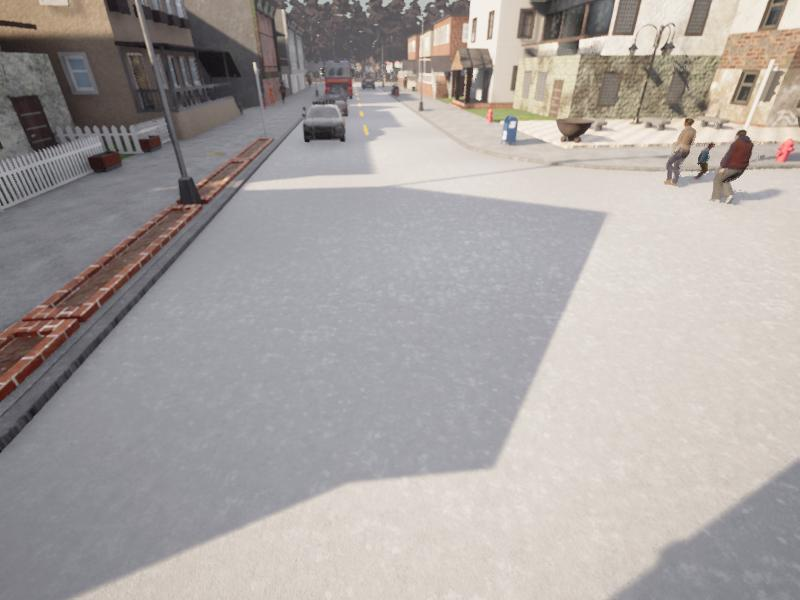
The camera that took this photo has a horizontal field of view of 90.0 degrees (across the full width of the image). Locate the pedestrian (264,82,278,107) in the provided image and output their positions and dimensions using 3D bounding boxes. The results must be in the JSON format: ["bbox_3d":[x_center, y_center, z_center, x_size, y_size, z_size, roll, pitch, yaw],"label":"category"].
[{"bbox_3d":[-10.859,-17.328,33.695,0.751,1.860,0.751,-2,30,-3],"label":"pedestrian"}]

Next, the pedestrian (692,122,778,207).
[{"bbox_3d":[8.155,-3.319,9.831,0.751,1.860,0.751,-4,30,-6],"label":"pedestrian"}]

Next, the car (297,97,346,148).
[{"bbox_3d":[-3.641,-8.760,19.453,1.930,1.638,5.238,-3,31,-6],"label":"car"}]

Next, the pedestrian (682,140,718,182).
[{"bbox_3d":[9.087,-4.212,12.118,0.500,1.100,0.500,24,38,35],"label":"pedestrian"}]

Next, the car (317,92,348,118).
[{"bbox_3d":[-4.859,-14.423,29.442,1.994,1.385,4.181,-3,30,-5],"label":"car"}]

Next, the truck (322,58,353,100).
[{"bbox_3d":[-6.847,-24.896,44.981,2.891,3.827,8.468,-3,30,-5],"label":"truck"}]

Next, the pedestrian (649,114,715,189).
[{"bbox_3d":[7.938,-4.201,11.346,0.751,1.860,0.751,-4,30,-6],"label":"pedestrian"}]

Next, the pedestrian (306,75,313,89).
[{"bbox_3d":[-13.946,-33.669,61.744,0.751,1.860,0.751,-3,30,-5],"label":"pedestrian"}]

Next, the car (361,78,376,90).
[{"bbox_3d":[-4.939,-33.935,62.768,2.038,1.542,4.974,-3,30,-5],"label":"car"}]

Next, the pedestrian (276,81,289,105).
[{"bbox_3d":[-10.432,-18.462,35.640,0.751,1.860,0.751,-4,31,-7],"label":"pedestrian"}]

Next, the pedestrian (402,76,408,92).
[{"bbox_3d":[0.699,-29.562,54.671,0.751,1.860,0.751,-4,30,-7],"label":"pedestrian"}]

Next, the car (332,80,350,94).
[{"bbox_3d":[-7.766,-28.251,53.068,2.163,1.488,4.792,-3,30,-5],"label":"car"}]

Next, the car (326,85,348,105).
[{"bbox_3d":[-5.897,-19.439,37.874,1.789,1.549,3.705,-3,30,-5],"label":"car"}]
